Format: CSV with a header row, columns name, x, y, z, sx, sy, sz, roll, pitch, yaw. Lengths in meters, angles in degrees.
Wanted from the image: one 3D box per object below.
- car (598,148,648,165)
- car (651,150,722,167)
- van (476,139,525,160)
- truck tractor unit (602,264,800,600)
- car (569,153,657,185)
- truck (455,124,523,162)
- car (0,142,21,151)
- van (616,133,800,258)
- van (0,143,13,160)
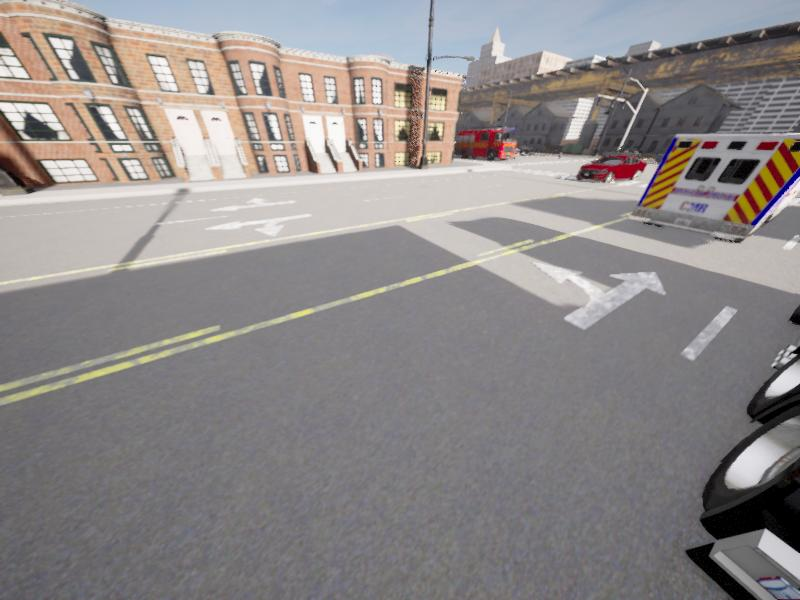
name,x,y,z,sx,sy,sz,roll,pitch,yaw
car,27.020,-17.587,28.186,1.789,1.549,3.705,-18,39,-24
car,32.381,-16.204,26.343,1.812,1.442,4.674,-18,39,-24
van,14.612,-22.353,34.160,2.351,2.431,6.366,-18,39,-24
truck tractor unit,5.116,-0.294,0.786,6.516,4.208,3.053,-18,39,-24
car,14.279,-8.867,15.544,5.008,1.535,1.882,-14,37,-20
truck,11.808,-21.653,31.904,2.891,3.827,8.468,-18,39,-24
car,-84.782,-32.295,48.567,4.902,1.511,2.128,-20,40,-25
van,10.101,-3.485,6.989,6.366,2.431,2.351,-18,39,-24
van,-48.423,-17.182,26.050,1.988,2.561,5.915,-18,39,-24
